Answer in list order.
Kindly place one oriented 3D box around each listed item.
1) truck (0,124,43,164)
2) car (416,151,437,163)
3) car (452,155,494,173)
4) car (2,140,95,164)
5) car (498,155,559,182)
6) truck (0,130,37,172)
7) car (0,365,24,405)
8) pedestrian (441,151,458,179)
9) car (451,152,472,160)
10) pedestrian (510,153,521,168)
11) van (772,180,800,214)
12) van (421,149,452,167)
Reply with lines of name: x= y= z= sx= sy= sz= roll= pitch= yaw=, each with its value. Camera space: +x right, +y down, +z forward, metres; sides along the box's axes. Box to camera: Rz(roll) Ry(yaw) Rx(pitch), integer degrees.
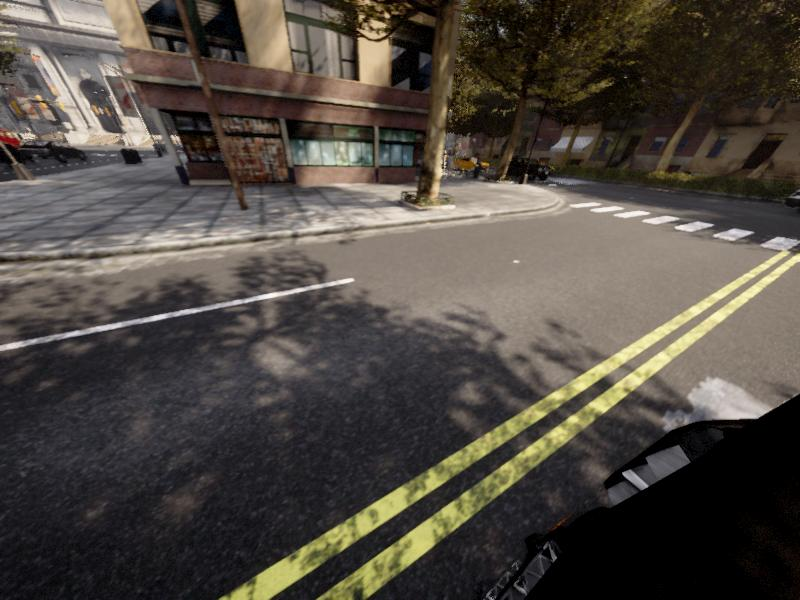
truck: x=-31.573 y=-11.827 z=17.323 sx=2.627 sy=2.467 sz=5.204 roll=-14 pitch=37 yaw=-23
car: x=4.706 y=-25.747 z=41.641 sx=1.851 sy=1.617 sz=3.988 roll=-14 pitch=37 yaw=-23
car: x=8.755 y=-16.702 z=28.347 sx=1.882 sy=1.535 sz=5.008 roll=-14 pitch=37 yaw=-23
car: x=-28.557 y=-12.300 z=19.116 sx=2.128 sy=1.511 sz=4.902 roll=-14 pitch=37 yaw=-23
car: x=12.268 y=-12.817 z=22.426 sx=1.932 sy=1.855 sz=4.605 roll=-14 pitch=37 yaw=-23
truck: x=-24.727 y=-8.144 z=12.585 sx=2.390 sy=2.098 sz=6.274 roll=-14 pitch=37 yaw=-23
car: x=-5.315 y=1.042 z=0.538 sx=3.988 sy=1.617 sz=1.851 roll=-12 pitch=36 yaw=-21
pedestrian: x=3.918 y=-10.728 z=18.387 sx=0.751 sy=1.860 sz=0.751 roll=-21 pitch=40 yaw=-31
car: x=16.149 y=-37.916 z=60.860 sx=5.008 sy=1.535 sz=1.882 roll=-13 pitch=37 yaw=-22
pedestrian: x=17.729 y=-21.498 z=35.597 sx=0.751 sy=1.860 sz=0.751 roll=-17 pitch=38 yaw=-27
van: x=23.283 y=-4.821 z=10.541 sx=1.988 sy=2.561 sz=5.915 roll=-14 pitch=37 yaw=-23
van: x=5.285 y=-20.907 z=33.990 sx=2.069 sy=2.038 sz=4.480 roll=-14 pitch=37 yaw=-23
